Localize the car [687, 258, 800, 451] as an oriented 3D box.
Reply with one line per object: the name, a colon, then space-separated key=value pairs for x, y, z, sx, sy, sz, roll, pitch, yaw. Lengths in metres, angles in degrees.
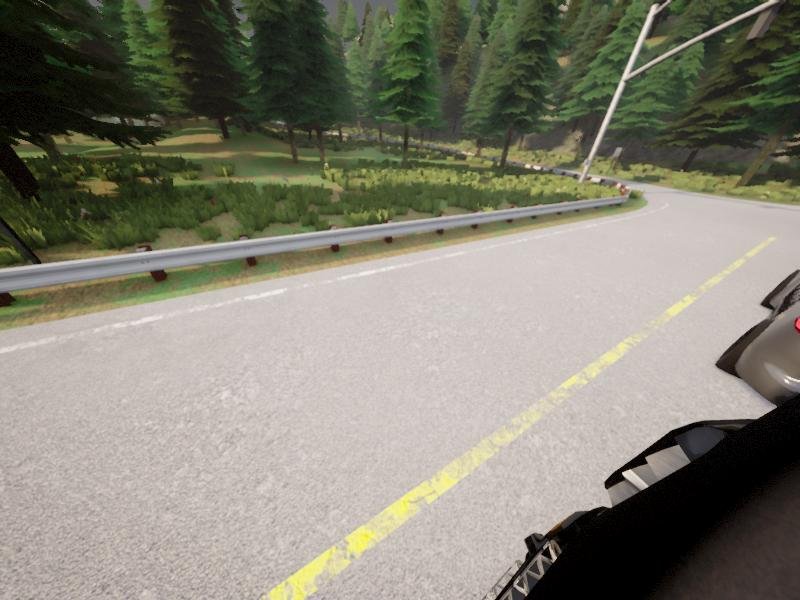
car: x=5.835 y=0.289 z=2.354 sx=4.611 sy=1.667 sz=2.242 roll=-16 pitch=38 yaw=-26
